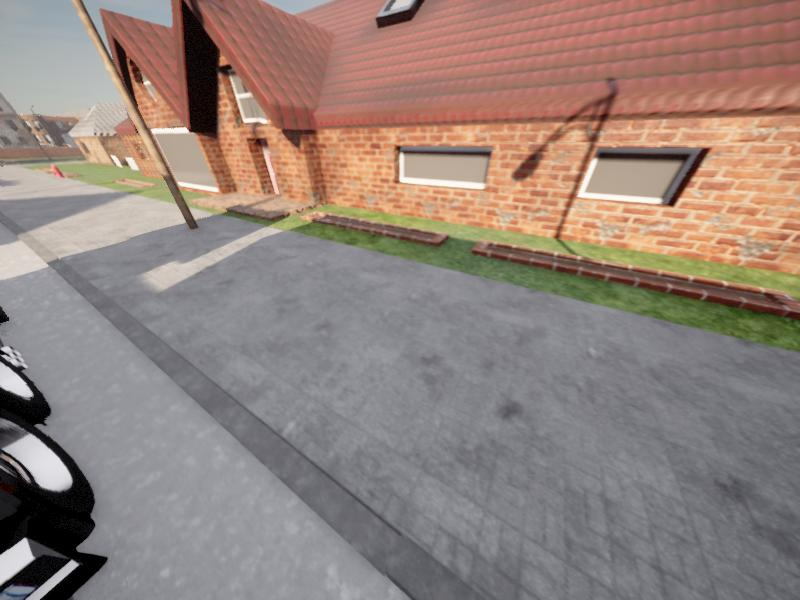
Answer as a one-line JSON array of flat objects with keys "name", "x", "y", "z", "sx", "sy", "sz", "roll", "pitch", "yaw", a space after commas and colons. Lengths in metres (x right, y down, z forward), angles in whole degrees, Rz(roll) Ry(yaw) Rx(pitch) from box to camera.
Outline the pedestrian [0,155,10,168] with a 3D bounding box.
[{"name": "pedestrian", "x": -40.442, "y": -14.308, "z": 23.027, "sx": 0.751, "sy": 1.860, "sz": 0.751, "roll": 20, "pitch": 40, "yaw": 26}]

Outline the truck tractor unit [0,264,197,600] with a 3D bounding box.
[{"name": "truck tractor unit", "x": -5.113, "y": -0.296, "z": 0.788, "sx": 6.516, "sy": 4.208, "sz": 3.053, "roll": 18, "pitch": 39, "yaw": 24}]

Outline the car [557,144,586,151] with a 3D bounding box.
[{"name": "car", "x": 42.220, "y": -37.758, "z": 57.029, "sx": 5.357, "sy": 1.411, "sz": 2.033, "roll": 18, "pitch": 39, "yaw": 24}]

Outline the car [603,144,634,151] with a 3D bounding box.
[{"name": "car", "x": 50.229, "y": -35.102, "z": 53.237, "sx": 4.718, "sy": 1.301, "sz": 1.895, "roll": 18, "pitch": 39, "yaw": 24}]
